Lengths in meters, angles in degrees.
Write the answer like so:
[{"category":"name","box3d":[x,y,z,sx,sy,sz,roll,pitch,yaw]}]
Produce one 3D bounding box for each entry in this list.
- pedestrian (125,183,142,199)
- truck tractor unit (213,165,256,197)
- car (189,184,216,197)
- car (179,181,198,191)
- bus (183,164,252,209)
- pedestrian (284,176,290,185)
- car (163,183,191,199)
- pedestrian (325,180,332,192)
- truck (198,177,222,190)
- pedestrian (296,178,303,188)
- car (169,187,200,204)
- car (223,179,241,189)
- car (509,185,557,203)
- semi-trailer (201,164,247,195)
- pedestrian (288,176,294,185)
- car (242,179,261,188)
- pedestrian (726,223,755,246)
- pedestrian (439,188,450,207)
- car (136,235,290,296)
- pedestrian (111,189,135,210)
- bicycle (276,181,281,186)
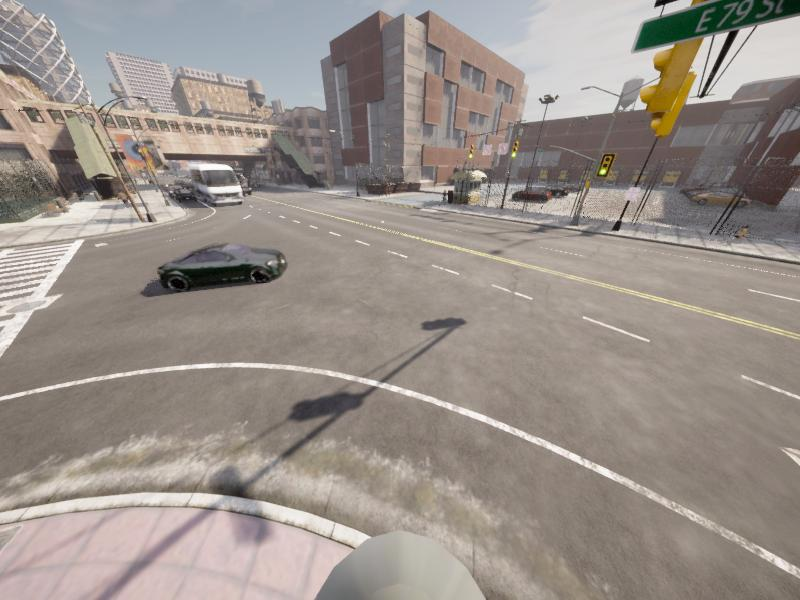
[{"category":"pedestrian","box3d":[-35.975,-14.669,31.200,0.751,1.860,0.751,-19,35,-29]},{"category":"truck tractor unit","box3d":[-26.209,-18.935,36.589,6.516,4.208,3.053,26,39,38]},{"category":"car","box3d":[-31.287,-17.333,36.545,2.163,1.488,4.792,-26,39,-38]},{"category":"car","box3d":[-42.601,-23.040,46.518,2.033,1.411,5.357,-26,39,-37]},{"category":"bus","box3d":[-22.637,-14.278,28.485,3.944,4.253,10.273,-26,39,-37]},{"category":"pedestrian","box3d":[-27.738,-29.392,56.701,0.751,1.860,0.751,-19,35,-29]},{"category":"car","box3d":[-33.366,-16.355,34.546,2.185,1.767,4.553,-27,39,-38]},{"category":"pedestrian","box3d":[-12.604,-20.145,40.684,0.751,1.860,0.751,-27,39,-38]},{"category":"truck","box3d":[-39.369,-24.160,47.812,2.390,2.098,6.274,-26,39,-37]},{"category":"pedestrian","box3d":[-20.732,-24.150,47.621,0.751,1.860,0.751,23,37,34]},{"category":"car","box3d":[-28.751,-14.010,30.735,2.097,1.535,5.008,-27,39,-38]},{"category":"car","box3d":[-35.465,-24.492,48.819,1.851,1.617,3.988,-26,39,-37]},{"category":"car","box3d":[17.025,-13.733,29.804,2.185,1.767,4.553,-27,39,-38]},{"category":"semi-trailer","box3d":[-31.772,-21.839,41.411,2.717,4.402,14.254,-26,39,-37]},{"category":"pedestrian","box3d":[-26.913,-29.500,56.887,0.751,1.860,0.751,-26,39,-37]},{"category":"car","box3d":[-32.504,-25.452,50.550,2.038,1.542,4.974,-26,39,-37]},{"category":"pedestrian","box3d":[18.962,-3.662,12.895,0.500,1.100,0.500,-22,37,-33]},{"category":"pedestrian","box3d":[4.798,-11.080,24.983,0.751,1.860,0.751,25,38,36]},{"category":"car","box3d":[-6.916,-1.511,9.254,4.181,1.385,1.994,-9,31,-15]},{"category":"pedestrian","box3d":[-28.438,-10.347,23.714,0.751,1.860,0.751,16,34,26]},{"category":"bicycle","box3d":[-27.647,-26.484,52.524,1.643,1.024,0.373,27,29,38]}]
